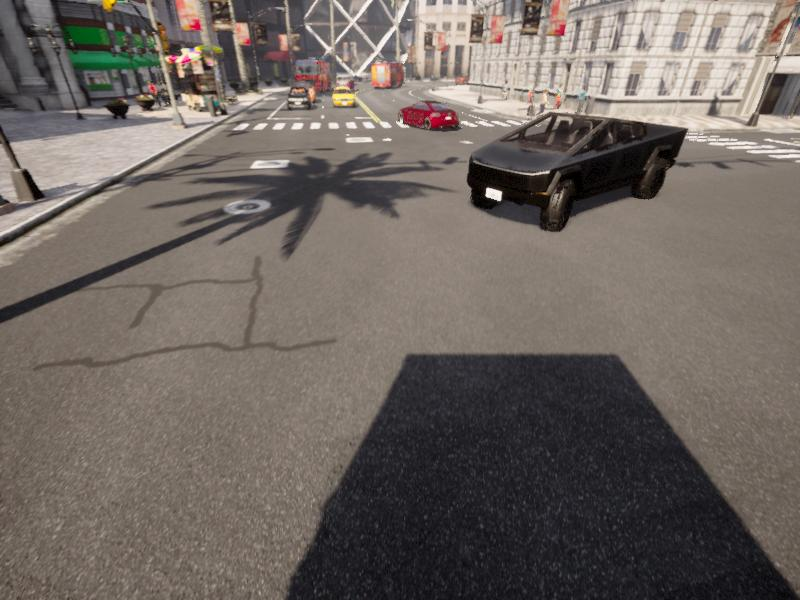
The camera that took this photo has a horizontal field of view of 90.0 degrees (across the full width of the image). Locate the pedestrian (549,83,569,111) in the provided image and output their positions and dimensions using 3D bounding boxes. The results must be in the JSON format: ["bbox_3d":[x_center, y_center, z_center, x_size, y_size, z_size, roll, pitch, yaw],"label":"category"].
[{"bbox_3d":[11.950,-15.278,30.121,0.751,1.860,0.751,-5,31,-9],"label":"pedestrian"}]

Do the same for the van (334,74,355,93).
[{"bbox_3d":[-7.206,-28.356,52.406,1.775,1.987,4.442,2,31,2],"label":"van"}]

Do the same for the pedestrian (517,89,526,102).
[{"bbox_3d":[11.369,-19.126,37.443,0.500,1.100,0.500,-4,31,-8],"label":"pedestrian"}]

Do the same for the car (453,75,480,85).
[{"bbox_3d":[12.778,-42.057,76.499,5.027,1.651,2.152,-22,37,-33],"label":"car"}]

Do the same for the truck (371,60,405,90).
[{"bbox_3d":[-1.731,-35.286,62.521,2.891,3.827,8.468,8,31,13],"label":"truck"}]

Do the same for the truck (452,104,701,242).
[{"bbox_3d":[4.484,-3.483,9.956,6.274,2.098,2.390,-20,36,-31],"label":"truck"}]

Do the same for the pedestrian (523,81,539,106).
[{"bbox_3d":[11.215,-17.695,34.241,0.751,1.860,0.751,-4,31,-7],"label":"pedestrian"}]

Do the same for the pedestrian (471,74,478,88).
[{"bbox_3d":[11.636,-34.081,62.262,0.751,1.860,0.751,11,32,18],"label":"pedestrian"}]

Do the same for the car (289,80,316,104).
[{"bbox_3d":[-9.070,-19.525,37.475,2.097,1.767,4.553,-4,31,-8],"label":"car"}]

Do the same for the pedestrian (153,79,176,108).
[{"bbox_3d":[-17.828,-15.647,30.296,0.751,1.860,0.751,17,34,27],"label":"pedestrian"}]

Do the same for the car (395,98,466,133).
[{"bbox_3d":[1.614,-10.638,22.867,1.994,1.385,4.181,-16,34,-25],"label":"car"}]

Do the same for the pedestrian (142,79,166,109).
[{"bbox_3d":[-18.215,-15.261,29.631,0.751,1.860,0.751,15,33,24],"label":"pedestrian"}]

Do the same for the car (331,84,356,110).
[{"bbox_3d":[-4.831,-17.248,33.857,1.801,1.575,5.366,-4,31,-8],"label":"car"}]

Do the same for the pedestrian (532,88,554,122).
[{"bbox_3d":[9.005,-12.274,25.236,0.751,1.860,0.751,-2,30,-5],"label":"pedestrian"}]

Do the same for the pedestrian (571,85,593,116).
[{"bbox_3d":[12.308,-13.511,27.107,0.751,1.860,0.751,0,30,-1],"label":"pedestrian"}]

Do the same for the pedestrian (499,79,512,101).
[{"bbox_3d":[10.045,-20.051,38.252,0.751,1.860,0.751,-3,31,-7],"label":"pedestrian"}]

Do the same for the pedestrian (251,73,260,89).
[{"bbox_3d":[-19.346,-29.350,53.699,0.751,1.860,0.751,-4,31,-7],"label":"pedestrian"}]

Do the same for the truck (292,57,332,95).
[{"bbox_3d":[-10.775,-28.124,50.137,2.891,3.827,8.468,1,30,1],"label":"truck"}]

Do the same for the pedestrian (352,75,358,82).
[{"bbox_3d":[-9.067,-44.468,80.257,0.751,1.300,0.751,25,38,36],"label":"pedestrian"}]

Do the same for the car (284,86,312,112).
[{"bbox_3d":[-7.940,-15.816,31.395,1.789,1.549,3.705,-4,30,-8],"label":"car"}]
